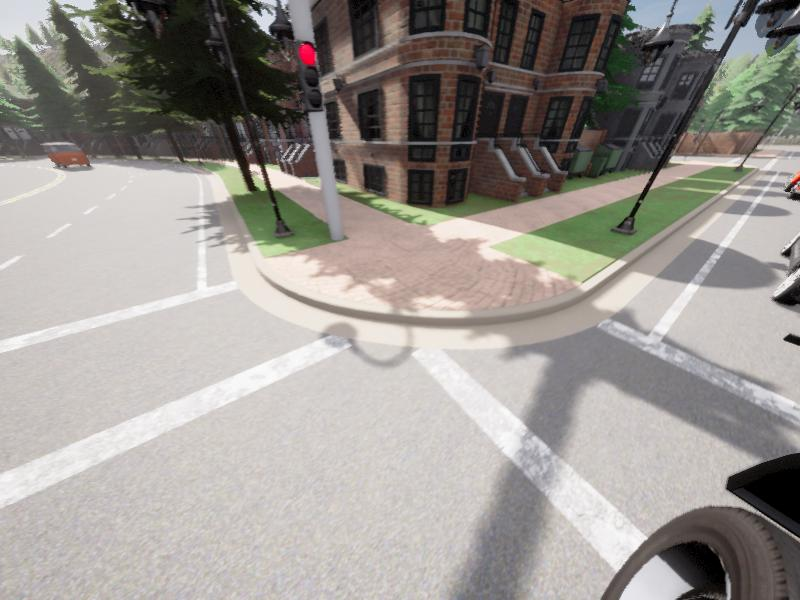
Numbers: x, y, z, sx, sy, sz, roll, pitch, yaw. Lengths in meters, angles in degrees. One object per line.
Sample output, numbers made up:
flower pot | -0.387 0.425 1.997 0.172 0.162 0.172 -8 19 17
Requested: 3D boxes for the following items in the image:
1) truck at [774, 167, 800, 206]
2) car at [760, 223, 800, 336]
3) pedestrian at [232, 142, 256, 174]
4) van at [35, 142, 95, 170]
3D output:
truck | 18.225 -5.267 9.067 5.204 2.467 2.627 -23 41 -27
car | 7.973 -0.755 3.490 5.238 1.638 1.930 -22 41 -28
pedestrian | -10.953 -10.011 16.280 0.751 1.860 0.751 -23 41 -29
van | -31.322 -13.528 21.620 4.442 1.987 1.775 18 39 24
